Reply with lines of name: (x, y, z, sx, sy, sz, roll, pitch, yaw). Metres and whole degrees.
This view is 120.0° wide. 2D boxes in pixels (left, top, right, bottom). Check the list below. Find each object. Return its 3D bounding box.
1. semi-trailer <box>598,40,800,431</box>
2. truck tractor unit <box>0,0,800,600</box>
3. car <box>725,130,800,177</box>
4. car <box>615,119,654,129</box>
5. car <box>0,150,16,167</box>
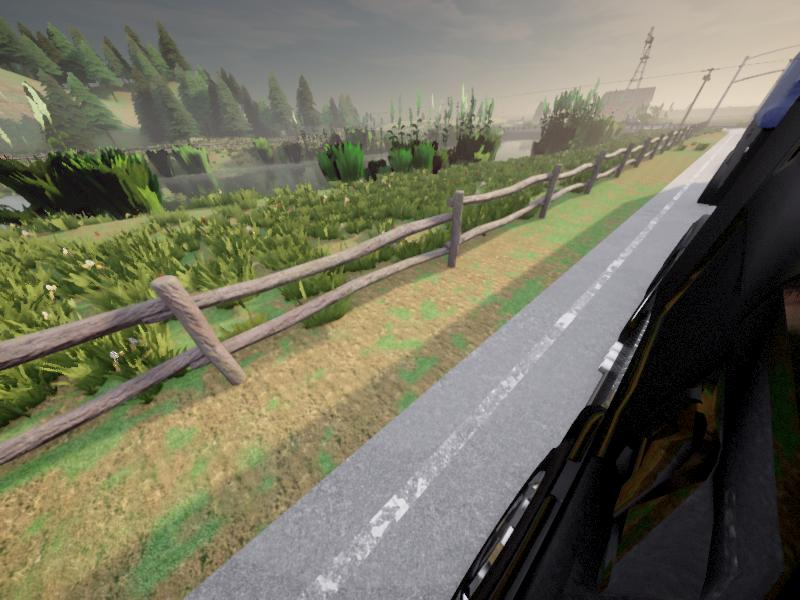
semi-trailer: (8.693, -3.610, 4.231, 14.254, 4.402, 2.717, -28, 44, -30)
truck tractor unit: (2.645, -0.295, 0.351, 6.516, 4.208, 3.053, -28, 44, -30)
car: (16.901, -6.739, 10.445, 4.181, 1.385, 1.994, -28, 44, -30)
car: (43.393, -32.780, 42.928, 1.812, 1.442, 4.674, -26, 45, -28)
car: (-53.382, -17.701, 29.202, 2.097, 1.767, 4.553, 27, 46, 34)
